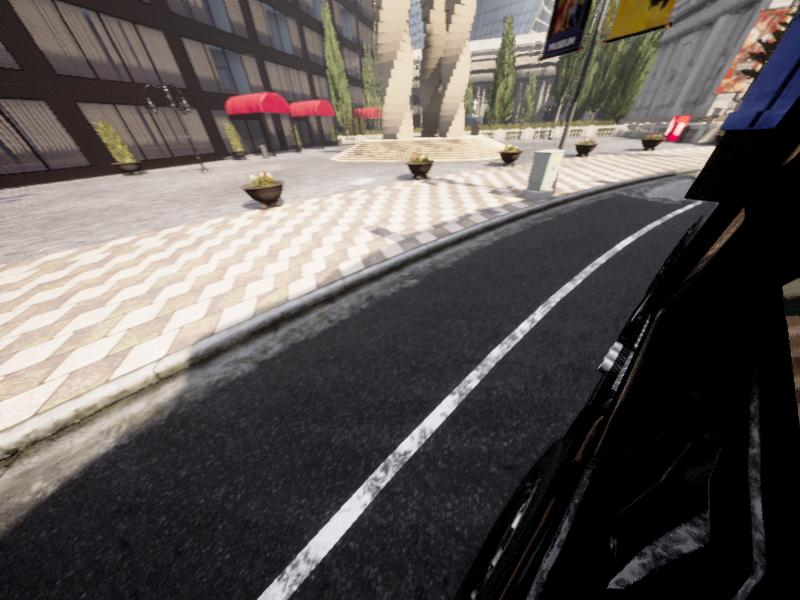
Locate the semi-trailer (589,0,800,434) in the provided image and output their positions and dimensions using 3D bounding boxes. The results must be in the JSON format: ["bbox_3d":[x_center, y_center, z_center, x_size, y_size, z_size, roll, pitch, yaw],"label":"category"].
[{"bbox_3d":[9.310,-3.091,3.518,14.254,4.402,2.717,-20,39,-22],"label":"semi-trailer"}]

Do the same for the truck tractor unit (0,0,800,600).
[{"bbox_3d":[2.645,-0.295,0.351,6.516,4.208,3.053,-28,44,-30],"label":"truck tractor unit"}]
